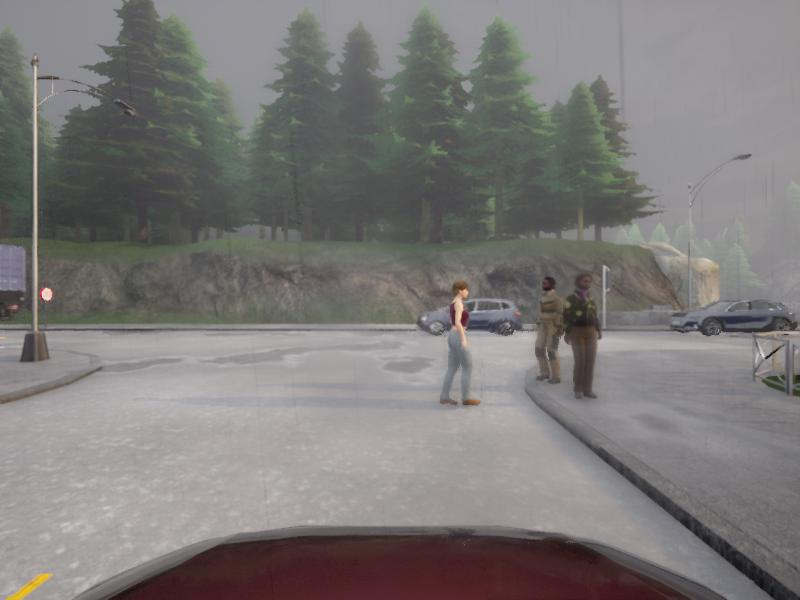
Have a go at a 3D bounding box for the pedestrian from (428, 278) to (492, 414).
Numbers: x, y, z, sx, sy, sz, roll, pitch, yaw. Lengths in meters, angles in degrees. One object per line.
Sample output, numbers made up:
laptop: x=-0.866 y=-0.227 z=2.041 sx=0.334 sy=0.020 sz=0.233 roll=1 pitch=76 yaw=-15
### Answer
pedestrian: x=0.856 y=0.631 z=5.900 sx=0.751 sy=1.860 sz=0.751 roll=0 pitch=0 yaw=-8

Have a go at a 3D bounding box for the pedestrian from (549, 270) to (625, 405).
pedestrian: x=2.718 y=0.510 z=5.898 sx=0.751 sy=1.860 sz=0.751 roll=0 pitch=0 yaw=-3

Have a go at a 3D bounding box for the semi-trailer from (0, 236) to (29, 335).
semi-trailer: x=-24.980 y=-0.634 z=18.220 sx=14.254 sy=4.402 sz=2.717 roll=0 pitch=0 yaw=3

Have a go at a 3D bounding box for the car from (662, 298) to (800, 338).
car: x=14.828 y=0.760 z=17.918 sx=4.856 sy=1.649 sz=2.033 roll=0 pitch=0 yaw=1

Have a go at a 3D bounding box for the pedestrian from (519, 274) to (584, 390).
pedestrian: x=2.602 y=0.518 z=6.906 sx=0.751 sy=1.860 sz=0.751 roll=0 pitch=0 yaw=-15

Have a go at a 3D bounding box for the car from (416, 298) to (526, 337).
car: x=3.066 y=0.738 z=18.090 sx=4.611 sy=1.667 sz=2.242 roll=0 pitch=0 yaw=1
